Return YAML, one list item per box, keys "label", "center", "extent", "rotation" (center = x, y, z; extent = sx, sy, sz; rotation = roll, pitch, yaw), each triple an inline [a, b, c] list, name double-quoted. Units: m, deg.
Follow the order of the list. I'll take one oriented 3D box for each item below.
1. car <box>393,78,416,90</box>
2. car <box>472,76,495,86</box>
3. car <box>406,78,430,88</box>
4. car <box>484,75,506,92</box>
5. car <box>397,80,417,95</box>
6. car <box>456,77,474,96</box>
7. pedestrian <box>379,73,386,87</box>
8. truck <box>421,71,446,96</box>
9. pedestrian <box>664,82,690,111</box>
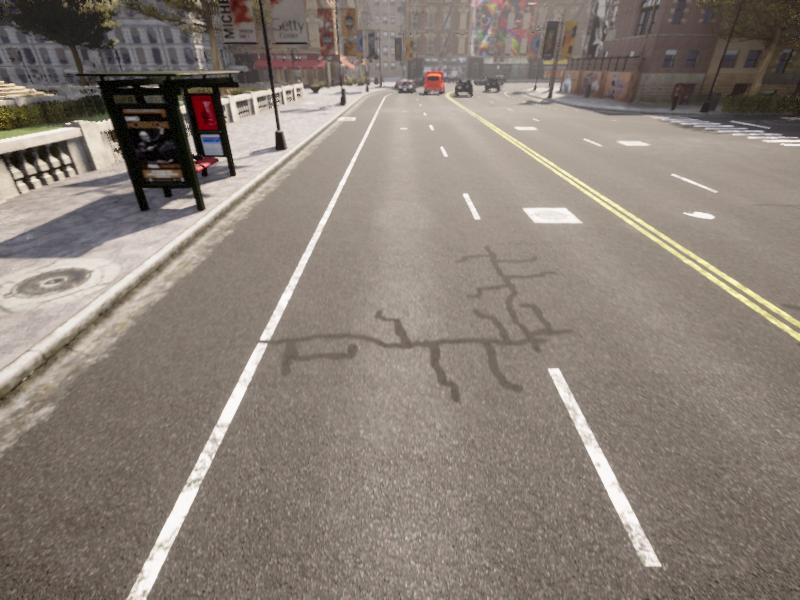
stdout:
- label: "car"
  center: [0.697, -32.388, 59.836]
  extent: [2.002, 1.452, 4.674]
  rotation: [10, 32, 17]
- label: "car"
  center: [14.734, -38.529, 70.324]
  extent: [2.007, 1.525, 4.514]
  rotation: [20, 36, 31]
- label: "car"
  center: [2.867, -35.004, 64.450]
  extent: [1.895, 1.301, 4.718]
  rotation: [16, 34, 25]
- label: "car"
  center: [13.001, -29.639, 54.730]
  extent: [1.932, 1.855, 4.605]
  rotation: [11, 32, 18]
- label: "car"
  center: [0.922, -26.999, 50.700]
  extent: [1.970, 1.475, 3.806]
  rotation: [5, 31, 8]
- label: "car"
  center: [7.594, -25.184, 47.120]
  extent: [1.932, 1.855, 4.605]
  rotation: [3, 31, 6]
- label: "pedestrian"
  center: [-2.678, -33.889, 61.649]
  extent: [0.751, 1.860, 0.751]
  rotation: [16, 34, 25]
- label: "truck"
  center: [4.135, -26.409, 48.624]
  extent: [2.627, 2.467, 5.204]
  rotation: [3, 31, 6]
- label: "pedestrian"
  center: [19.930, -14.651, 28.810]
  extent: [0.751, 1.860, 0.751]
  rotation: [-12, 33, -20]
